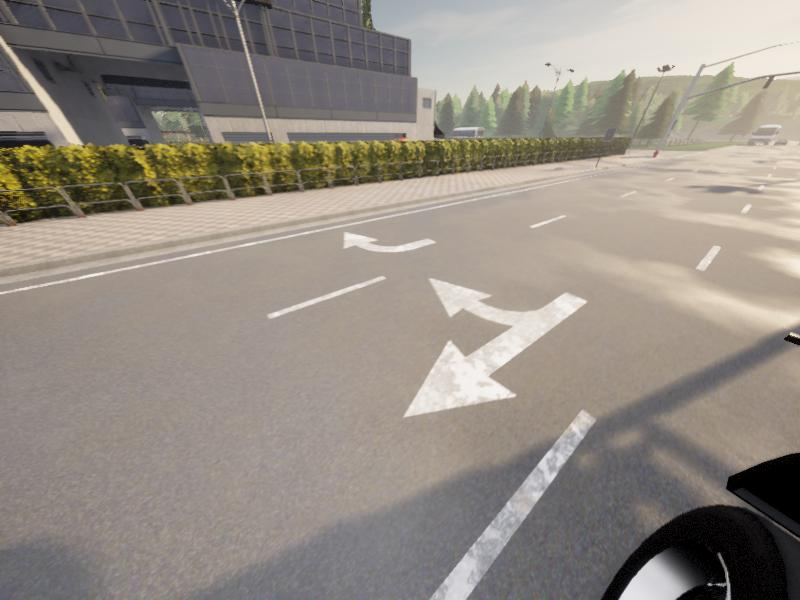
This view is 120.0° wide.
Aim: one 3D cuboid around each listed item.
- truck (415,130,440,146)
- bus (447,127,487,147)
[{"bbox_3d":[8.566,-50.869,72.592,2.891,3.827,8.468,-22,41,-28],"label":"truck"},{"bbox_3d":[18.600,-46.126,65.414,3.944,4.253,10.273,-22,41,-28],"label":"bus"}]
